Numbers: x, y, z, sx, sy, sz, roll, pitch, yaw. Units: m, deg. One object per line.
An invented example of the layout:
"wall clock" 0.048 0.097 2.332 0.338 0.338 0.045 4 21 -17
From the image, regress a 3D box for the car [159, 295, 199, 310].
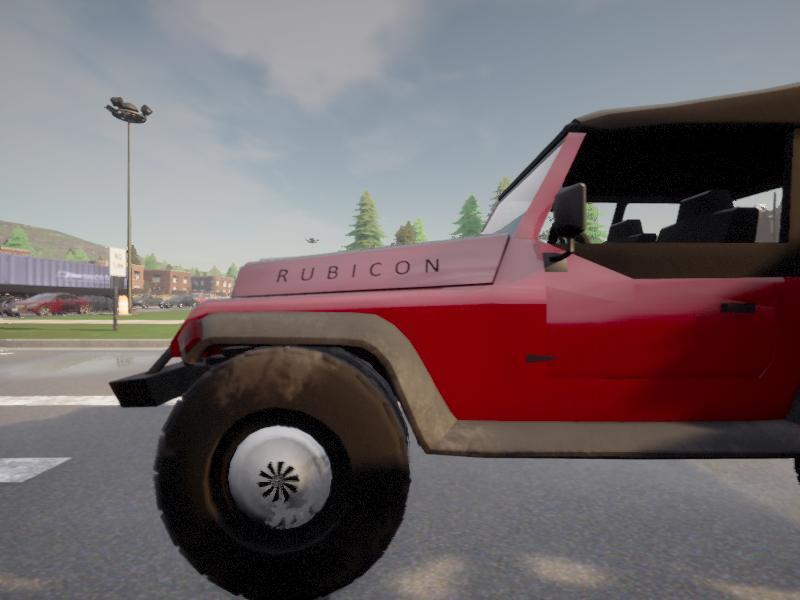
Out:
"car" -24.493 0.250 44.602 1.837 1.490 4.892 0 1 -1

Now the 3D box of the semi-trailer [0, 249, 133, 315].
"semi-trailer" -27.852 -1.208 32.666 2.717 4.402 14.254 0 0 -1

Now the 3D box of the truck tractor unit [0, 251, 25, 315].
"truck tractor unit" -27.763 -1.096 24.750 3.053 4.208 6.516 0 0 -1

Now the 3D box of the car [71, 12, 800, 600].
"car" 0.910 0.047 2.203 3.866 1.878 1.905 0 0 0

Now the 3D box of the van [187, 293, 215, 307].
"van" -28.136 0.007 56.594 1.775 1.987 4.442 0 0 -1

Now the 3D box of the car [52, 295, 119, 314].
"car" -24.333 0.316 31.203 1.994 1.385 4.181 0 0 -1

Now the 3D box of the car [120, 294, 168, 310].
"car" -27.984 0.191 43.955 2.152 1.651 5.027 0 0 -1

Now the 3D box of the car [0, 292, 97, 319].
"car" -20.745 0.277 23.840 1.812 1.442 4.674 0 0 -1
